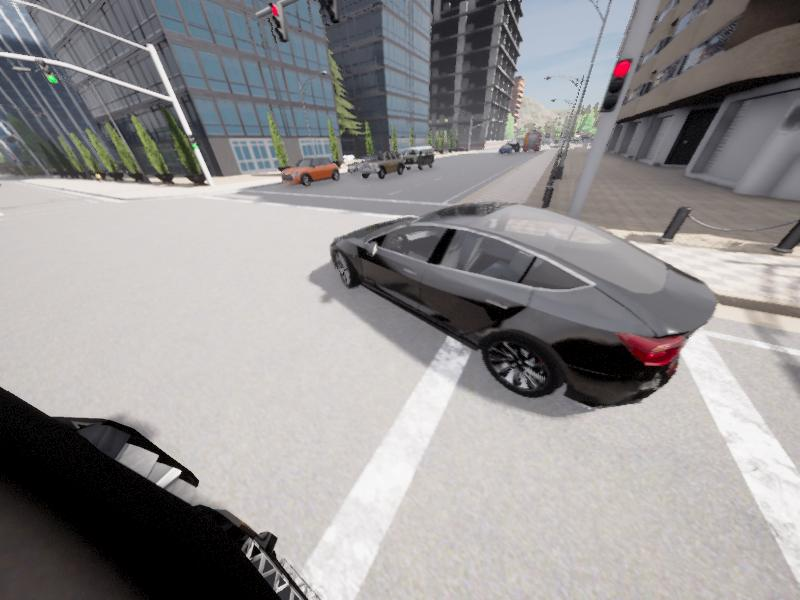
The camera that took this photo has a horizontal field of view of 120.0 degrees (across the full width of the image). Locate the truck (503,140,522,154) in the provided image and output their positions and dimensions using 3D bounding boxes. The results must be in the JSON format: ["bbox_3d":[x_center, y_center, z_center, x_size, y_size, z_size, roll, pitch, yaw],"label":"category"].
[{"bbox_3d":[23.894,-32.455,48.945,2.390,2.098,6.274,16,38,26],"label":"truck"}]

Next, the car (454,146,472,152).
[{"bbox_3d":[18.755,-44.854,68.798,4.718,1.301,1.895,16,38,26],"label":"car"}]

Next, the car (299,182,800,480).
[{"bbox_3d":[0.801,-0.604,3.404,2.163,1.488,4.792,-30,43,-34],"label":"car"}]

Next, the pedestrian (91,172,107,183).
[{"bbox_3d":[-33.031,-13.447,25.355,0.500,1.100,0.500,15,38,25],"label":"pedestrian"}]

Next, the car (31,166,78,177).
[{"bbox_3d":[-74.244,-27.687,49.722,1.930,1.638,5.238,16,38,25],"label":"car"}]

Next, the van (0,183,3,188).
[{"bbox_3d":[-51.819,-15.022,28.665,4.442,1.987,1.775,19,39,29],"label":"van"}]

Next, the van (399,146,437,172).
[{"bbox_3d":[2.004,-14.806,24.112,2.069,2.038,4.480,16,38,26],"label":"van"}]

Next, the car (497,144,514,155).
[{"bbox_3d":[19.970,-28.356,43.584,1.882,1.535,5.008,16,38,26],"label":"car"}]

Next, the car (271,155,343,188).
[{"bbox_3d":[-6.835,-9.890,17.612,2.097,1.767,4.553,16,38,27],"label":"car"}]

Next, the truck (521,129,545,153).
[{"bbox_3d":[28.496,-33.944,49.278,2.891,3.827,8.468,16,38,26],"label":"truck"}]

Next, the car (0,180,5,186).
[{"bbox_3d":[-57.007,-16.524,31.732,4.514,1.525,2.007,16,38,26],"label":"car"}]

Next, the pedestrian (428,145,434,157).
[{"bbox_3d":[5.910,-28.124,43.695,0.751,1.860,0.751,20,40,30],"label":"pedestrian"}]

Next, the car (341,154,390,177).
[{"bbox_3d":[-3.197,-13.312,22.737,2.128,1.511,4.902,16,38,26],"label":"car"}]

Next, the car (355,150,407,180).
[{"bbox_3d":[-1.426,-11.376,19.362,1.932,1.855,4.605,16,38,26],"label":"car"}]

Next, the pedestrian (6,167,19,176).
[{"bbox_3d":[-90.202,-29.924,53.777,0.751,1.860,0.751,16,38,26],"label":"pedestrian"}]
